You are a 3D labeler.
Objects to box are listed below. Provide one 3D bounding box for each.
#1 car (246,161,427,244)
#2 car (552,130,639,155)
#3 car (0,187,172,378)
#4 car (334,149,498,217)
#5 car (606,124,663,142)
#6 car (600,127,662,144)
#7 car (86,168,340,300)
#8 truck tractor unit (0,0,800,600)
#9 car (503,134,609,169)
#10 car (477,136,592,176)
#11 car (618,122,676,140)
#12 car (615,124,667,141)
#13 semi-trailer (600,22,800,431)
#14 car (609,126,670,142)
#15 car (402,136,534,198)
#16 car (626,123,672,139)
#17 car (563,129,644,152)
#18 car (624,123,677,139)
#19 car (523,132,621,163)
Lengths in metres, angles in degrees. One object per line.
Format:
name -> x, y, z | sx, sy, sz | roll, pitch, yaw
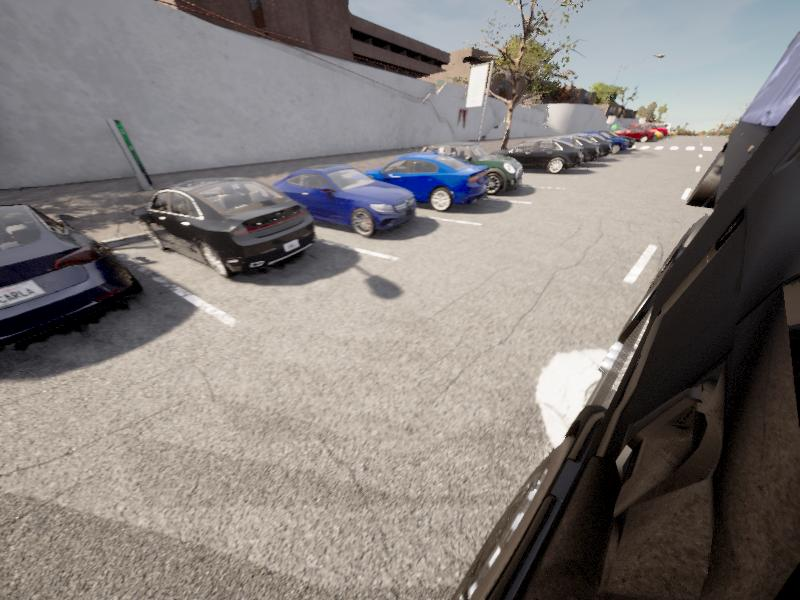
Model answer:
car -> -1.808, -3.021, 6.626 | 4.674, 1.452, 2.002 | 17, 40, 26
car -> 15.687, -12.958, 19.019 | 5.008, 1.535, 2.097 | 15, 39, 22
car -> -6.391, -0.665, 3.702 | 4.792, 1.488, 2.163 | 18, 41, 26
car -> 0.442, -4.250, 8.085 | 5.008, 1.535, 2.097 | 17, 41, 25
car -> 30.609, -21.920, 30.412 | 4.553, 1.767, 2.185 | 14, 38, 22
car -> 28.508, -20.553, 28.817 | 5.008, 1.535, 2.097 | 15, 39, 22
car -> -4.074, -1.857, 5.122 | 4.892, 1.521, 2.231 | 17, 41, 26
truck tractor unit -> 2.645, -0.295, 0.351 | 6.516, 4.208, 3.053 | -28, 44, -30
car -> 9.259, -9.161, 14.224 | 4.892, 1.521, 2.231 | 15, 40, 23
car -> 7.081, -7.916, 12.661 | 4.892, 1.521, 2.231 | 16, 40, 24
car -> 39.217, -26.970, 36.950 | 5.566, 2.045, 2.435 | 15, 38, 22
car -> 34.887, -24.408, 33.719 | 4.553, 1.767, 2.185 | 15, 38, 22
semi-trailer -> 8.610, -3.632, 4.358 | 14.254, 4.402, 2.717 | -29, 44, -31
car -> 32.949, -23.019, 32.057 | 5.366, 1.575, 1.946 | 15, 38, 22
car -> 2.638, -5.575, 9.538 | 4.553, 1.767, 2.185 | 16, 40, 25
car -> 41.433, -28.154, 38.596 | 4.442, 1.987, 1.878 | 15, 38, 22
car -> 17.817, -14.231, 20.637 | 5.008, 1.535, 2.097 | 14, 39, 22
car -> 43.441, -29.430, 40.300 | 5.566, 2.045, 2.435 | 15, 38, 22
car -> 11.422, -10.417, 15.805 | 4.892, 1.521, 2.231 | 15, 40, 23
